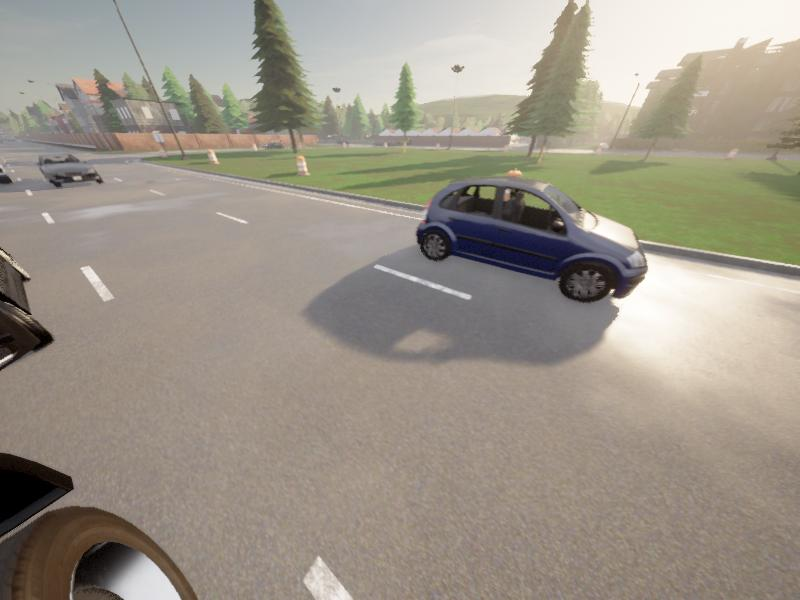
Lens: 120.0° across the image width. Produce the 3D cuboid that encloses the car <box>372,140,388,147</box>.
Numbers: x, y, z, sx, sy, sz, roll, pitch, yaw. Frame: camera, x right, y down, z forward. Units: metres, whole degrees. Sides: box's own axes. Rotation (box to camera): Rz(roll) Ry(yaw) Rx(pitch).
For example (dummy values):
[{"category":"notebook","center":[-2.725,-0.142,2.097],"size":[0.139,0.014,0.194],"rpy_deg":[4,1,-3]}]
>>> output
[{"category":"car","center":[-5.398,-42.780,63.078],"size":[3.806,1.475,1.970],"rpy_deg":[22,41,27]}]

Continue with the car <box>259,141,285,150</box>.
[{"category":"car","center":[-25.492,-30.946,46.217],"size":[1.970,1.475,3.806],"rpy_deg":[22,41,27]}]

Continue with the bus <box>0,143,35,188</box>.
[{"category":"bus","center":[-25.300,-8.735,12.425],"size":[10.273,4.253,3.944],"rpy_deg":[22,41,27]}]

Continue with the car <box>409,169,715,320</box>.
[{"category":"car","center":[2.370,-1.451,4.566],"size":[3.988,1.617,1.851],"rpy_deg":[22,41,27]}]

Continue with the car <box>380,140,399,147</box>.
[{"category":"car","center":[-3.016,-44.282,65.213],"size":[4.902,1.511,2.128],"rpy_deg":[22,41,27]}]

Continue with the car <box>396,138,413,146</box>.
[{"category":"car","center":[1.343,-47.621,69.585],"size":[4.605,1.855,1.932],"rpy_deg":[22,41,27]}]

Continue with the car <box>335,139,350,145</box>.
[{"category":"car","center":[-19.437,-53.396,77.833],"size":[4.856,1.649,2.033],"rpy_deg":[22,41,27]}]

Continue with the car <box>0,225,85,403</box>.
[{"category":"car","center":[-6.373,-0.104,2.712],"size":[4.902,1.511,2.128],"rpy_deg":[21,42,27]}]

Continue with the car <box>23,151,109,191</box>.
[{"category":"car","center":[-18.287,-7.176,12.661],"size":[4.193,1.474,1.816],"rpy_deg":[22,41,27]}]
